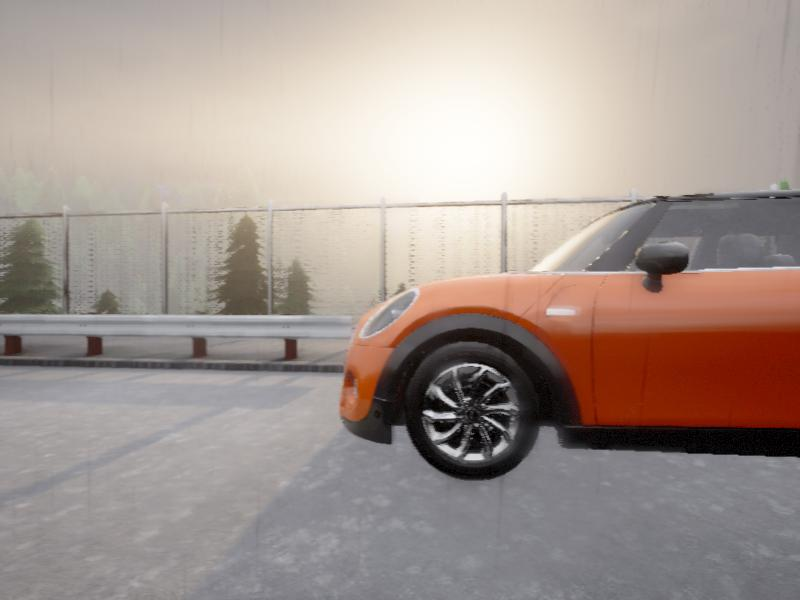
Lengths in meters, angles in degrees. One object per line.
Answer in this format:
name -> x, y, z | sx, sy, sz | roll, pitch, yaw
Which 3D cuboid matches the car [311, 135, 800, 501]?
car -> 1.892, 0.086, 2.987 | 4.553, 1.767, 2.097 | 0, 0, 7
